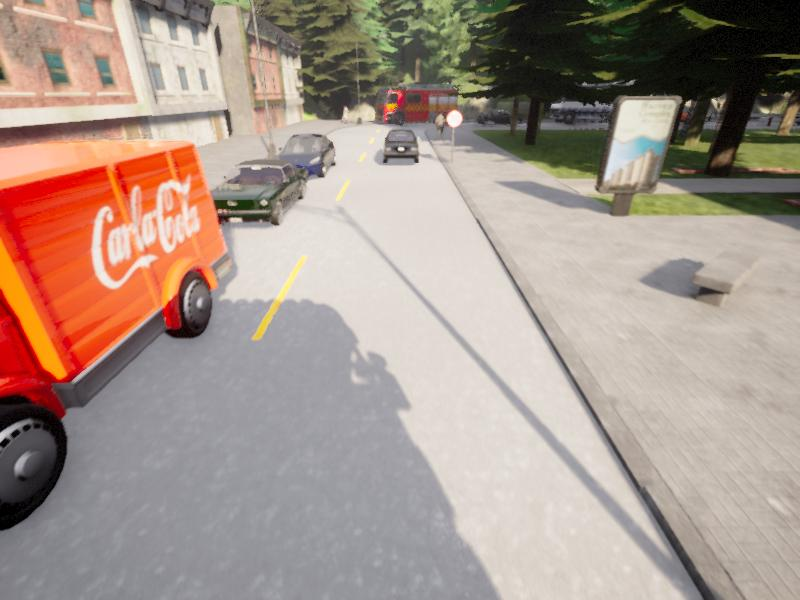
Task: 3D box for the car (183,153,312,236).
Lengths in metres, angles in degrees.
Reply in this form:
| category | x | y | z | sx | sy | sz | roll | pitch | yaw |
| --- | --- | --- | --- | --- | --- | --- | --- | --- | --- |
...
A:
| category | x | y | z | sx | sy | sz | roll | pitch | yaw |
| --- | --- | --- | --- | --- | --- | --- | --- | --- | --- |
| car | -3.961 | -3.206 | 11.411 | 1.895 | 1.301 | 4.718 | 0 | 27 | 0 |

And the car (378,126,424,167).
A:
| category | x | y | z | sx | sy | sz | roll | pitch | yaw |
| --- | --- | --- | --- | --- | --- | --- | --- | --- | --- |
| car | 0.051 | -8.051 | 20.678 | 2.033 | 1.411 | 5.357 | 0 | 27 | 0 |

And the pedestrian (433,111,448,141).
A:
| category | x | y | z | sx | sy | sz | roll | pitch | yaw |
| --- | --- | --- | --- | --- | --- | --- | --- | --- | --- |
| pedestrian | 2.785 | -11.958 | 27.453 | 0.751 | 1.860 | 0.751 | 9 | 29 | 17 |

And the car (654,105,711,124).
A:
| category | x | y | z | sx | sy | sz | roll | pitch | yaw |
| --- | --- | --- | --- | --- | --- | --- | --- | --- | --- |
| car | 31.625 | -20.836 | 44.896 | 4.553 | 1.767 | 2.097 | 0 | 27 | 0 |

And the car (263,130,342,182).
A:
| category | x | y | z | sx | sy | sz | roll | pitch | yaw |
| --- | --- | --- | --- | --- | --- | --- | --- | --- | --- |
| car | -3.958 | -6.323 | 17.251 | 2.163 | 1.488 | 4.792 | 0 | 27 | 0 |

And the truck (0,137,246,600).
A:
| category | x | y | z | sx | sy | sz | roll | pitch | yaw |
| --- | --- | --- | --- | --- | --- | --- | --- | --- | --- |
| truck | -3.986 | -0.073 | 4.055 | 2.627 | 2.467 | 5.204 | 0 | 27 | 0 |

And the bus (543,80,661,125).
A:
| category | x | y | z | sx | sy | sz | roll | pitch | yaw |
| --- | --- | --- | --- | --- | --- | --- | --- | --- | --- |
| bus | 21.941 | -21.839 | 44.200 | 10.273 | 4.253 | 3.944 | 0 | 27 | 0 |

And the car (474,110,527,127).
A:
| category | x | y | z | sx | sy | sz | roll | pitch | yaw |
| --- | --- | --- | --- | --- | --- | --- | --- | --- | --- |
| car | 10.312 | -18.725 | 41.219 | 4.892 | 1.490 | 1.837 | -3 | 27 | -4 |

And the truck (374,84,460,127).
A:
| category | x | y | z | sx | sy | sz | roll | pitch | yaw |
| --- | --- | --- | --- | --- | --- | --- | --- | --- | --- |
| truck | 1.792 | -20.680 | 42.504 | 8.468 | 3.827 | 2.891 | -10 | 29 | -19 |

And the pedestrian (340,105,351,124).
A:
| category | x | y | z | sx | sy | sz | roll | pitch | yaw |
| --- | --- | --- | --- | --- | --- | --- | --- | --- | --- |
| pedestrian | -5.759 | -19.672 | 42.440 | 0.751 | 1.860 | 0.751 | 23 | 35 | 37 |

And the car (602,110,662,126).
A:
| category | x | y | z | sx | sy | sz | roll | pitch | yaw |
| --- | --- | --- | --- | --- | --- | --- | --- | --- | --- |
| car | 23.896 | -18.855 | 41.411 | 4.892 | 1.490 | 1.837 | 0 | 27 | 0 |
